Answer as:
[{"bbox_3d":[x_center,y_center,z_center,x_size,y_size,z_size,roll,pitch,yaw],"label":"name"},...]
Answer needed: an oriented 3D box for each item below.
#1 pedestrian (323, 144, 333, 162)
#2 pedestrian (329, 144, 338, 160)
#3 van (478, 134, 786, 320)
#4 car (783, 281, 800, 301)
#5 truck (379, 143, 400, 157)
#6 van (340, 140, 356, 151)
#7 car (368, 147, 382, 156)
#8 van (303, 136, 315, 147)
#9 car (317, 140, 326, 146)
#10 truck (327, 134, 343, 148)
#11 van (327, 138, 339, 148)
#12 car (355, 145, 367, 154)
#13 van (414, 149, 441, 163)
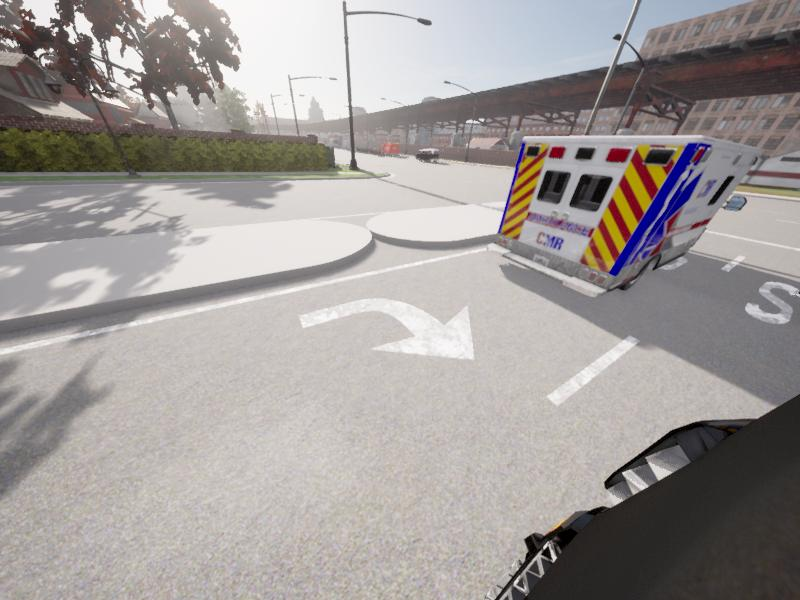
[{"bbox_3d":[-9.192,-18.798,29.554,0.751,1.860,0.751,-16,38,-26],"label":"pedestrian"},{"bbox_3d":[-9.363,-20.781,32.519,0.751,1.860,0.751,-17,38,-27],"label":"pedestrian"},{"bbox_3d":[5.205,-2.053,5.255,6.366,2.431,2.351,-16,38,-26],"label":"van"},{"bbox_3d":[9.804,-0.630,4.283,3.633,1.501,1.845,-13,37,-23],"label":"car"},{"bbox_3d":[-2.567,-35.647,54.852,2.627,2.467,5.204,-16,39,-26],"label":"truck"},{"bbox_3d":[-15.109,-44.664,66.739,2.351,2.431,6.366,-16,39,-26],"label":"van"},{"bbox_3d":[-5.805,-34.603,53.840,1.789,1.549,3.705,-16,39,-26],"label":"car"},{"bbox_3d":[-29.885,-52.077,75.917,1.988,2.561,5.915,-16,39,-26],"label":"van"},{"bbox_3d":[-30.151,-59.924,88.148,1.801,1.575,5.366,-16,39,-26],"label":"car"},{"bbox_3d":[-23.591,-58.119,84.149,2.891,3.827,8.468,-16,39,-26],"label":"truck"},{"bbox_3d":[-22.276,-52.190,76.805,1.988,2.561,5.915,-16,39,-26],"label":"van"},{"bbox_3d":[-10.031,-38.997,59.796,1.789,1.549,3.705,-16,39,-26],"label":"car"},{"bbox_3d":[4.893,-25.806,41.312,2.069,2.038,4.480,-22,38,-32],"label":"van"}]
